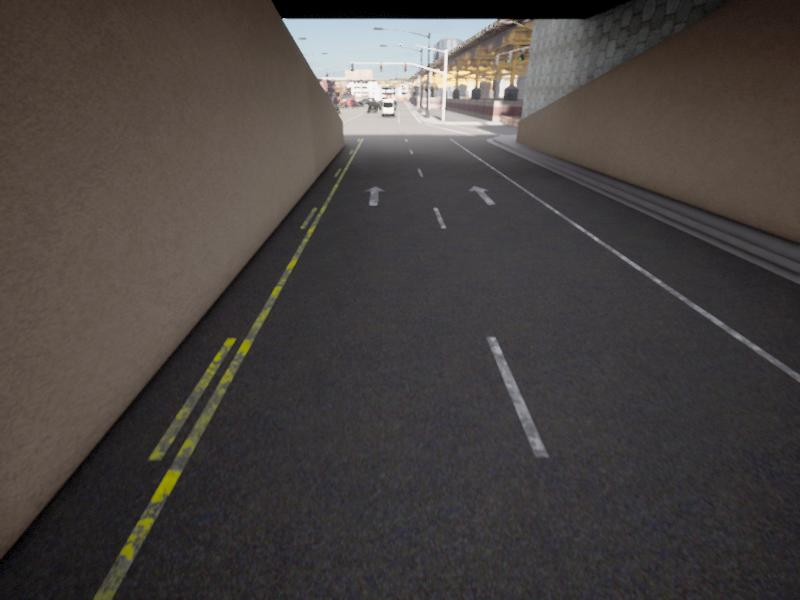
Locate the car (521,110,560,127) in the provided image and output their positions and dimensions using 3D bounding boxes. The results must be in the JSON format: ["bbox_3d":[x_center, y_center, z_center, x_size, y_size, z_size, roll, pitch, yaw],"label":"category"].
[{"bbox_3d":[15.815,-20.401,44.894,2.038,1.542,4.974,23,35,38],"label":"car"}]

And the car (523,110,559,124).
[{"bbox_3d":[15.850,-20.558,44.856,1.853,1.218,4.536,23,35,38],"label":"car"}]

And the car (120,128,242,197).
[{"bbox_3d":[-7.783,-5.263,14.918,1.932,1.855,4.605,-1,26,-1],"label":"car"}]

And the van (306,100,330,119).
[{"bbox_3d":[-12.435,-29.307,61.384,2.351,2.431,6.366,0,27,0],"label":"van"}]

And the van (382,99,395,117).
[{"bbox_3d":[-1.926,-32.268,67.072,1.988,2.561,5.915,0,27,0],"label":"van"}]
